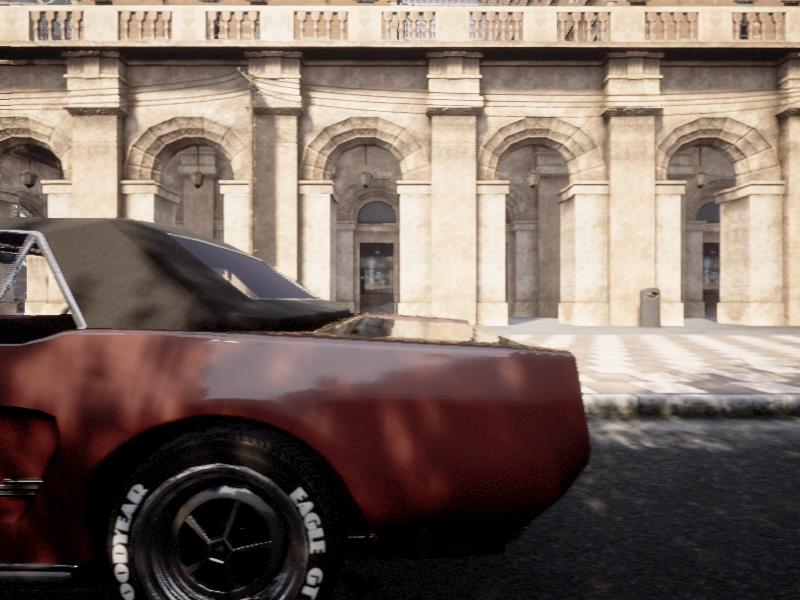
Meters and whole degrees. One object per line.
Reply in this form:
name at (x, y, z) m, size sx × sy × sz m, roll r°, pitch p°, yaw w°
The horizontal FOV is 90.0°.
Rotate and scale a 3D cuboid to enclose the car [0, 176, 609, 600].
car at (-1.835, 0.339, 1.951) m, size 4.718 × 1.301 × 1.895 m, roll 0°, pitch 0°, yaw 0°
